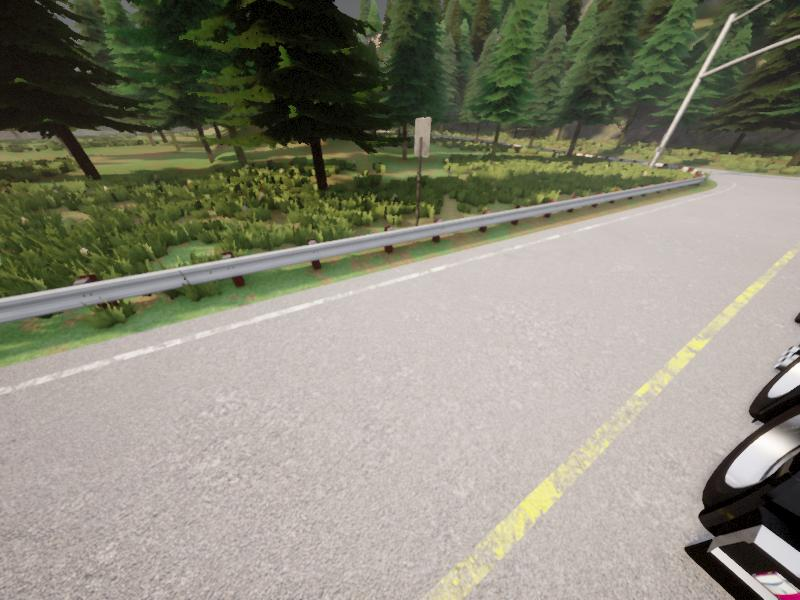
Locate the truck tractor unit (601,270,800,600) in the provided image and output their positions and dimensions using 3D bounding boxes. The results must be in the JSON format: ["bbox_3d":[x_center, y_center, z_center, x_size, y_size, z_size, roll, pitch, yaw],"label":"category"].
[{"bbox_3d":[5.124,-0.286,0.773,6.516,4.208,3.053,-18,39,-24],"label":"truck tractor unit"}]

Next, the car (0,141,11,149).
[{"bbox_3d":[-95.230,-35.712,53.348,5.008,1.535,1.882,-18,39,-25],"label":"car"}]
